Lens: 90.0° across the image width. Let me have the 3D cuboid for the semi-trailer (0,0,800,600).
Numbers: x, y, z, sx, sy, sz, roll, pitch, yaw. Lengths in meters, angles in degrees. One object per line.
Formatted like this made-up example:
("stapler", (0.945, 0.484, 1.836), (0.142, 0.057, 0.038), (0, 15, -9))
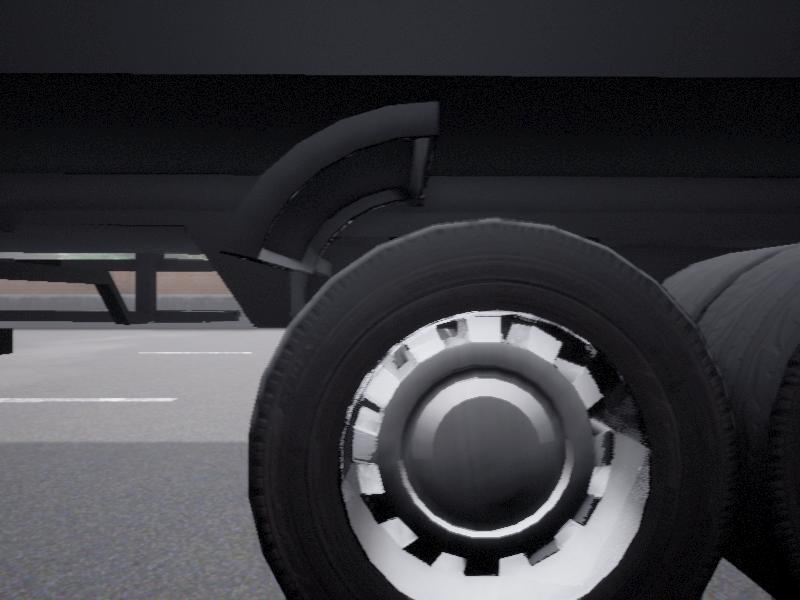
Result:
("semi-trailer", (-1.149, -1.218, 2.206), (14.254, 4.402, 2.717), (0, 0, 0))

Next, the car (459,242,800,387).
("car", (3.393, 0.177, 5.601), (4.856, 1.649, 2.033), (0, -1, 2))
